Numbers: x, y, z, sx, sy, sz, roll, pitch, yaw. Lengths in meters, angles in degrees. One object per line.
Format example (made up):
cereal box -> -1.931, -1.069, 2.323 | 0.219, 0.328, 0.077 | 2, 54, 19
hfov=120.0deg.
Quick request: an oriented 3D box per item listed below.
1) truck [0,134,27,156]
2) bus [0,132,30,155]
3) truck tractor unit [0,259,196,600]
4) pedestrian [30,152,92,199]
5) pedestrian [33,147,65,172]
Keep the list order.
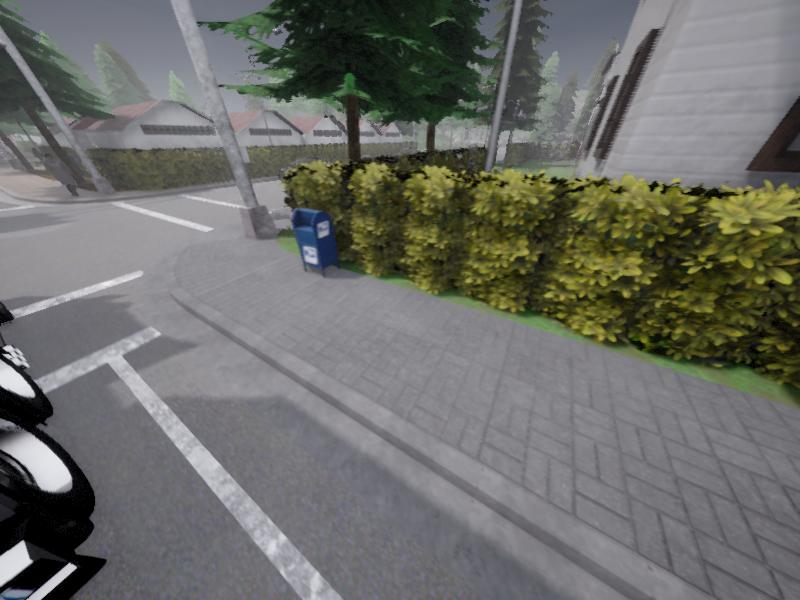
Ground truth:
truck -> -86.459, -32.169, 47.913 | 2.891, 3.827, 8.468 | 19, 39, 25
bus -> -92.261, -34.431, 50.837 | 3.944, 4.253, 10.273 | 19, 39, 25
truck tractor unit -> -5.106, -0.305, 0.794 | 6.516, 4.208, 3.053 | 19, 39, 25
pedestrian -> -16.142, -5.941, 11.049 | 0.751, 1.860, 0.751 | 17, 39, 23
pedestrian -> -32.230, -12.924, 21.220 | 0.751, 1.860, 0.751 | 20, 40, 27
